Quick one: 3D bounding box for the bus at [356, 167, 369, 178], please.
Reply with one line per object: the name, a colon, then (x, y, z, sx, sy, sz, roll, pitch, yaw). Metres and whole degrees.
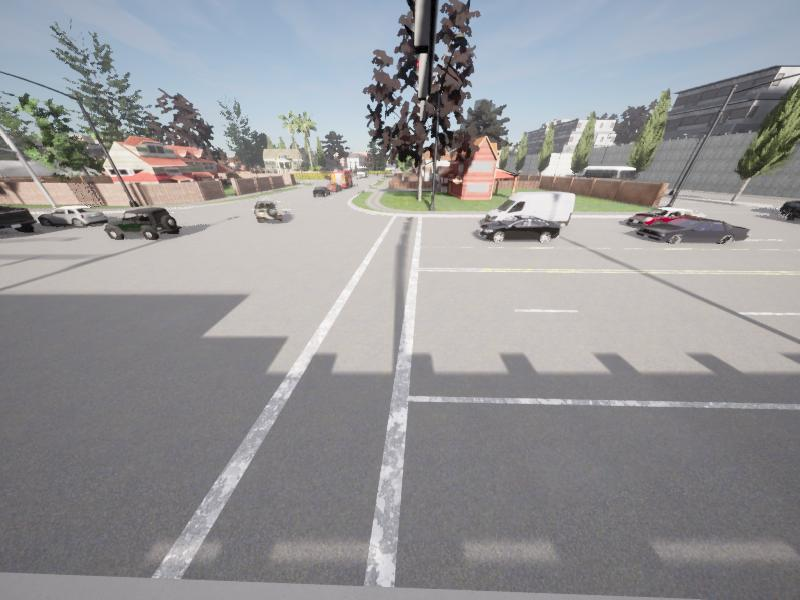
bus: (-16.290, -55.543, 100.349, 3.944, 4.253, 10.273, 0, 30, 0)

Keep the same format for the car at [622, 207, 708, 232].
car: (20.071, -6.223, 17.707, 3.806, 1.475, 1.970, 0, 30, 1)

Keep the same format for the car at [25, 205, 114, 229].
car: (-26.470, -6.763, 18.665, 3.806, 1.475, 1.970, 1, 30, 1)

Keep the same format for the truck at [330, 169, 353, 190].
truck: (-12.763, -27.017, 51.377, 2.891, 3.827, 8.468, 0, 30, 0)

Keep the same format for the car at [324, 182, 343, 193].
car: (-12.742, -21.678, 44.331, 2.152, 1.651, 5.027, 0, 30, 0)

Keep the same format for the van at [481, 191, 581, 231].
van: (9.682, -6.789, 17.625, 5.915, 2.561, 1.988, 1, 30, 1)

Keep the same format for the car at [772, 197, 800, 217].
car: (39.586, -8.537, 21.666, 2.007, 1.525, 4.514, 1, 30, 2)

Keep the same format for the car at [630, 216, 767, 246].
car: (18.579, -4.425, 14.676, 5.357, 1.411, 2.033, 1, 30, 2)

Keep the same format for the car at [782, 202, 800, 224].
car: (34.486, -6.917, 18.835, 1.789, 1.549, 3.705, 19, 35, 28)

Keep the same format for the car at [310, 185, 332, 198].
car: (-12.736, -17.738, 37.634, 1.837, 1.490, 4.892, 0, 30, 0)

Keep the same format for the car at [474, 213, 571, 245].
car: (7.624, -4.622, 14.901, 4.902, 1.511, 2.128, 1, 30, 1)

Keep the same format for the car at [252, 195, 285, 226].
car: (-11.718, -8.030, 20.434, 1.932, 1.855, 4.605, -16, 34, -25)

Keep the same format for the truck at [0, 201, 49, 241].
truck: (-29.021, -5.364, 15.502, 6.274, 2.098, 2.390, 1, 30, 1)

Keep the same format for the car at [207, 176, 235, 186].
car: (-41.730, -27.833, 53.957, 4.605, 1.855, 1.932, 0, 30, 0)

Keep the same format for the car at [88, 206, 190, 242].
car: (-17.060, -5.097, 15.321, 3.866, 1.878, 1.905, 1, 30, 1)

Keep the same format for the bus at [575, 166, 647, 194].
bus: (40.201, -23.517, 44.885, 3.944, 4.253, 10.273, 0, 30, 1)
